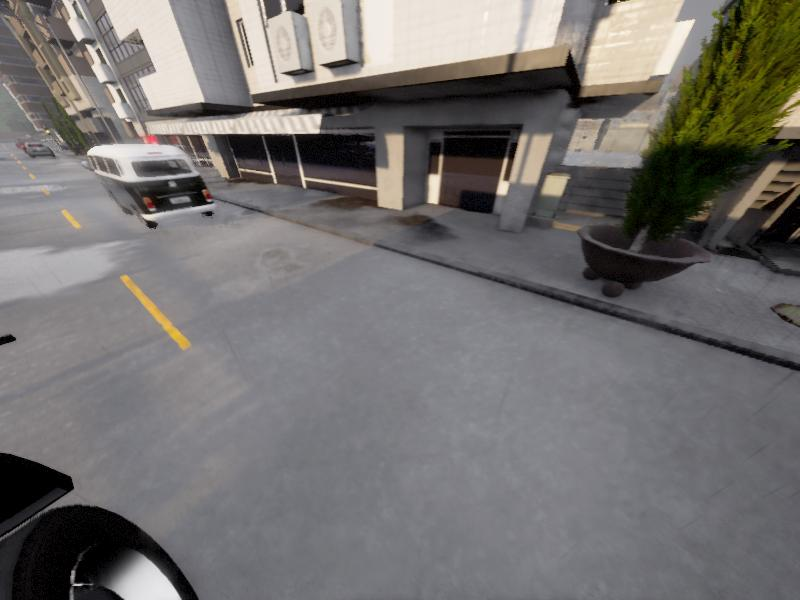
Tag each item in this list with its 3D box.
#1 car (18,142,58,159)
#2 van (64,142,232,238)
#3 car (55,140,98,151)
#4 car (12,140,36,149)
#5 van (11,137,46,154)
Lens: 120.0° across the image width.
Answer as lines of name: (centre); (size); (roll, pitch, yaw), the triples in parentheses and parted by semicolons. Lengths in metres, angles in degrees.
car: (-43.517, -18.032, 27.776); (3.806, 1.475, 1.970); (22, 41, 28)
van: (-7.958, -3.753, 7.380); (4.480, 2.038, 2.069); (22, 41, 28)
car: (-58.100, -27.816, 41.581); (1.970, 1.475, 3.806); (6, 36, 8)
car: (-72.099, -29.731, 44.239); (4.718, 1.301, 1.895); (22, 41, 28)
van: (-54.419, -22.691, 33.835); (4.442, 1.987, 1.775); (22, 41, 28)
